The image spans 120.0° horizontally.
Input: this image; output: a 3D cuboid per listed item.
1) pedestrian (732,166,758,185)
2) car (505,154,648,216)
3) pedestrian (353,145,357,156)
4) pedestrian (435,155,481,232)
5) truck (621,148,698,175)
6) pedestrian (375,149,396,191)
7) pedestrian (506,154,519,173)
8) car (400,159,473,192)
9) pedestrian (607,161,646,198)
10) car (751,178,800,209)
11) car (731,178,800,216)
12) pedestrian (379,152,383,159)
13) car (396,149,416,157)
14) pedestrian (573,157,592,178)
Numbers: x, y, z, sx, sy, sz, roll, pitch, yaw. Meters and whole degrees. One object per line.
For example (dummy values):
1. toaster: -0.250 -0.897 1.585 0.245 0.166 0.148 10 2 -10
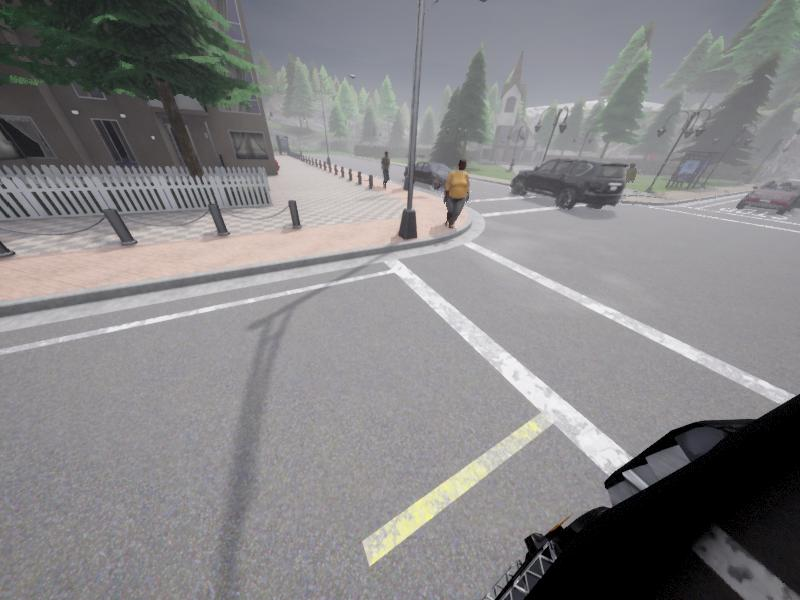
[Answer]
1. pedestrian: 39.194 -14.124 26.242 0.751 1.860 0.751 -16 38 -26
2. car: 8.402 -6.174 12.030 2.150 2.045 5.566 -6 35 -14
3. pedestrian: -9.255 -30.687 47.441 0.751 1.860 0.751 -4 34 -11
4. pedestrian: 1.546 -2.933 6.465 0.751 1.860 0.751 -2 34 -7
5. truck: 48.587 -26.268 43.796 2.891 3.827 8.468 -15 37 -25
6. pedestrian: -0.769 -6.890 12.239 0.751 1.860 0.751 -19 39 -30
7. pedestrian: 13.333 -16.227 27.415 0.751 1.860 0.751 2 34 -1
8. car: 2.203 -8.621 15.818 2.033 1.411 5.357 -15 37 -24
9. pedestrian: 13.664 -7.283 13.970 0.751 1.860 0.751 -12 36 -21
10. car: 26.340 -7.261 15.580 3.806 1.475 1.970 -15 38 -25
11. car: 21.360 -5.947 13.147 3.705 1.549 1.789 -15 38 -25
12. pedestrian: -3.308 -25.159 40.256 0.500 1.100 0.500 -16 38 -26
13. car: 1.540 -38.981 61.403 5.008 1.535 1.882 -14 37 -24
14. pedestrian: 19.602 -14.279 24.878 0.751 1.860 0.751 10 34 10
